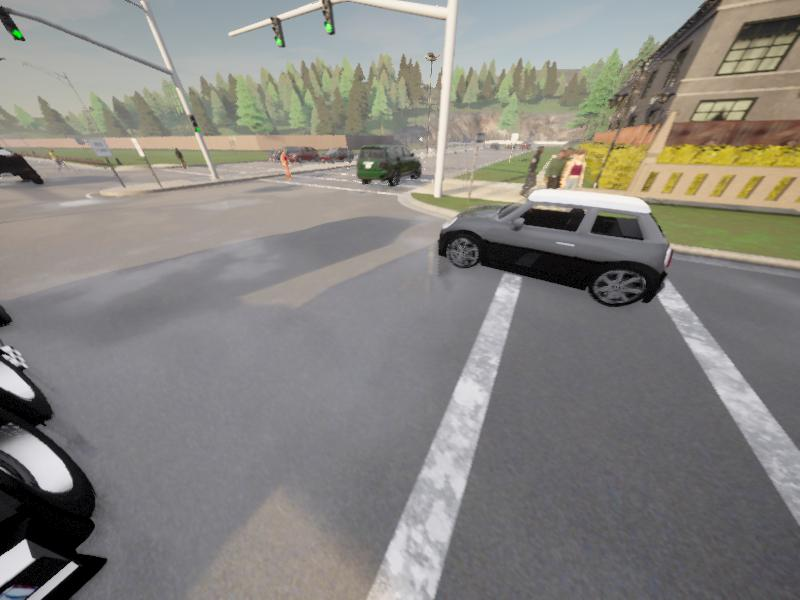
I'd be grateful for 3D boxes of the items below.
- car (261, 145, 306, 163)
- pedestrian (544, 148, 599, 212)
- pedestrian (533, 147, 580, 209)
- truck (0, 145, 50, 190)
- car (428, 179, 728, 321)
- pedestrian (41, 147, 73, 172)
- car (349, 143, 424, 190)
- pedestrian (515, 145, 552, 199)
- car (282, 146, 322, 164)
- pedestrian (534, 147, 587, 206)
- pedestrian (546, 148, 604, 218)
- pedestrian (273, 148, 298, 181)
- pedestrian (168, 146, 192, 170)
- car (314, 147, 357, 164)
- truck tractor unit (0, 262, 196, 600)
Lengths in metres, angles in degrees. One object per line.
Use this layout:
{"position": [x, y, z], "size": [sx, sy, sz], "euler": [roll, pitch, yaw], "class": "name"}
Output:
{"position": [-14.908, -19.007, 29.900], "size": [2.097, 1.767, 4.553], "euler": [19, 39, 25], "class": "car"}
{"position": [5.726, -4.064, 7.860], "size": [0.751, 1.860, 0.751], "euler": [8, 36, 12], "class": "pedestrian"}
{"position": [5.494, -4.322, 8.233], "size": [0.751, 1.860, 0.751], "euler": [13, 37, 18], "class": "pedestrian"}
{"position": [-25.633, -8.466, 14.577], "size": [6.274, 2.098, 2.390], "euler": [18, 39, 25], "class": "truck"}
{"position": [2.764, -1.354, 4.636], "size": [3.806, 1.475, 1.970], "euler": [20, 40, 27], "class": "car"}
{"position": [-30.514, -12.491, 20.578], "size": [0.751, 1.860, 0.751], "euler": [24, 42, 31], "class": "pedestrian"}
{"position": [-0.537, -8.586, 14.568], "size": [2.150, 2.045, 5.566], "euler": [15, 38, 21], "class": "car"}
{"position": [5.430, -5.241, 9.481], "size": [0.751, 1.860, 0.751], "euler": [19, 39, 26], "class": "pedestrian"}
{"position": [-11.965, -17.863, 28.392], "size": [1.851, 1.617, 3.988], "euler": [19, 39, 25], "class": "car"}
{"position": [5.897, -4.583, 8.604], "size": [0.751, 1.860, 0.751], "euler": [-7, 35, -9], "class": "pedestrian"}
{"position": [5.419, -3.683, 7.315], "size": [0.751, 1.860, 0.751], "euler": [11, 37, 16], "class": "pedestrian"}
{"position": [-7.589, -9.035, 15.396], "size": [0.751, 1.860, 0.751], "euler": [10, 36, 14], "class": "pedestrian"}
{"position": [-20.614, -13.334, 21.696], "size": [0.751, 1.860, 0.751], "euler": [15, 38, 21], "class": "pedestrian"}
{"position": [-7.816, -17.898, 28.516], "size": [2.163, 1.488, 4.792], "euler": [19, 39, 25], "class": "car"}
{"position": [-5.107, -0.304, 0.788], "size": [6.516, 4.208, 3.053], "euler": [18, 39, 24], "class": "truck tractor unit"}
